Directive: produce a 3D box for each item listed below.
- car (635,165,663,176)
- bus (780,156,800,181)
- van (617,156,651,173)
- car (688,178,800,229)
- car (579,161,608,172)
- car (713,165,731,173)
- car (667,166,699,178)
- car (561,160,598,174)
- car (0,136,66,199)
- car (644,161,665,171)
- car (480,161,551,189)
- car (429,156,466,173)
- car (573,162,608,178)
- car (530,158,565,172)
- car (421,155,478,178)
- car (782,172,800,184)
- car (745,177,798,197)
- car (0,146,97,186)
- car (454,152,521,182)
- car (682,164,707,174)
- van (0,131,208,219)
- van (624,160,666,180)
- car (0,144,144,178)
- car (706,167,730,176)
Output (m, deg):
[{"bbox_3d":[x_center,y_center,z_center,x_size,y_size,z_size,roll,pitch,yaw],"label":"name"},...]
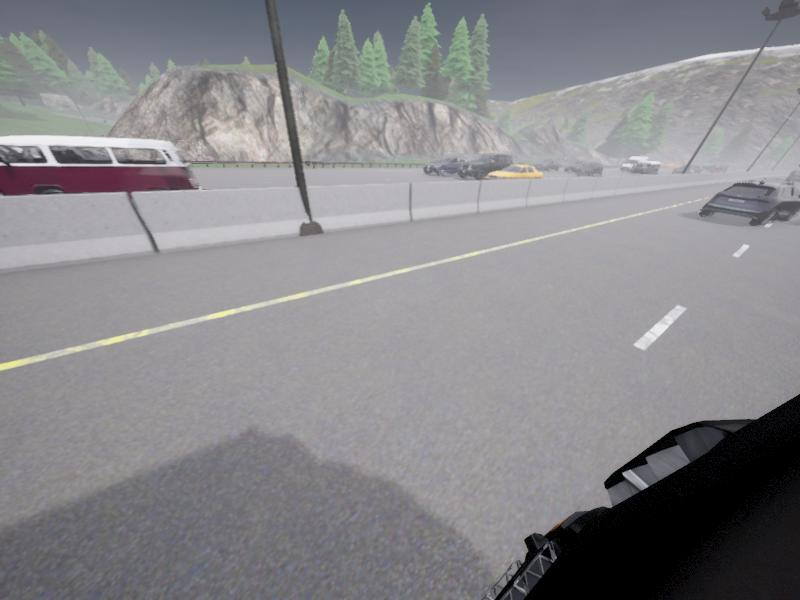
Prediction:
[{"bbox_3d":[42.370,-22.089,39.308,4.181,1.385,1.994,-17,38,-27],"label":"car"},{"bbox_3d":[81.679,-26.284,46.083,10.273,4.253,3.944,-17,38,-27],"label":"bus"},{"bbox_3d":[43.659,-25.257,43.087,5.915,2.561,1.988,-17,39,-27],"label":"van"},{"bbox_3d":[16.491,-4.568,10.652,4.856,1.649,2.033,-10,36,-19],"label":"car"},{"bbox_3d":[35.504,-24.599,42.417,4.902,1.511,2.128,-18,39,-27],"label":"car"},{"bbox_3d":[90.683,-36.982,65.068,3.866,1.878,1.905,-16,38,-26],"label":"car"},{"bbox_3d":[46.961,-21.286,38.310,4.974,1.542,2.038,-17,38,-27],"label":"car"},{"bbox_3d":[26.474,-19.622,34.075,4.611,1.667,2.242,-17,38,-27],"label":"car"},{"bbox_3d":[-15.870,-4.469,7.747,4.605,1.855,1.932,-17,38,-27],"label":"car"},{"bbox_3d":[62.913,-33.134,57.101,3.866,1.878,1.905,-17,38,-27],"label":"car"},{"bbox_3d":[8.921,-9.661,17.777,5.366,1.575,1.801,-17,38,-27],"label":"car"},{"bbox_3d":[5.405,-15.391,26.179,3.633,1.501,1.845,-17,39,-27],"label":"car"},{"bbox_3d":[24.448,-16.678,29.587,3.705,1.549,1.789,-17,38,-27],"label":"car"},{"bbox_3d":[22.626,-20.719,35.427,4.611,1.667,2.242,-17,38,-27],"label":"car"},{"bbox_3d":[4.758,-12.953,22.375,5.027,1.651,2.152,-17,38,-27],"label":"car"},{"bbox_3d":[66.870,-20.532,38.778,4.792,1.488,2.163,-17,38,-27],"label":"car"},{"bbox_3d":[33.753,-10.320,20.967,4.718,1.301,1.895,-17,38,-27],"label":"car"},{"bbox_3d":[-17.724,-5.996,10.296,4.674,1.442,1.812,-17,38,-27],"label":"car"},{"bbox_3d":[7.723,-11.760,20.425,5.566,2.045,2.150,-17,38,-27],"label":"car"},{"bbox_3d":[66.615,-29.682,52.264,4.553,1.767,2.097,-17,38,-27],"label":"car"},{"bbox_3d":[-9.604,-4.176,7.655,4.480,2.038,2.069,-17,38,-27],"label":"van"},{"bbox_3d":[31.849,-16.864,30.013,4.480,2.038,2.069,-16,38,-28],"label":"van"},{"bbox_3d":[-18.837,-7.913,13.144,5.357,1.411,2.033,-17,38,-27],"label":"car"},{"bbox_3d":[69.520,-28.159,50.498,4.514,1.525,2.007,-17,38,-27],"label":"car"}]
